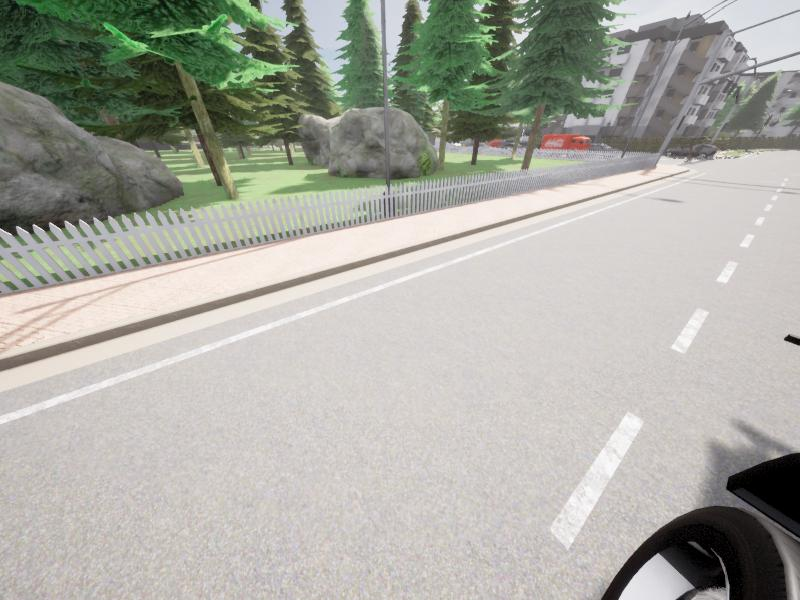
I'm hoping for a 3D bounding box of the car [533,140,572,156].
[{"bbox_3d":[21.881,-22.033,33.400,1.905,1.878,3.866,-21,40,-26],"label":"car"}]

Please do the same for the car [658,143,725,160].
[{"bbox_3d":[34.768,-17.895,27.752,2.007,1.525,4.514,-21,40,-26],"label":"car"}]

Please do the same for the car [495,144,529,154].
[{"bbox_3d":[18.362,-24.909,38.024,1.895,1.301,4.718,-21,40,-26],"label":"car"}]

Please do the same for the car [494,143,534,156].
[{"bbox_3d":[16.912,-22.567,34.536,1.837,1.490,4.892,-21,40,-26],"label":"car"}]

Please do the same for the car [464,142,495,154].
[{"bbox_3d":[13.343,-25.725,39.045,1.837,1.490,4.892,-21,40,-26],"label":"car"}]

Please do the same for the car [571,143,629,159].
[{"bbox_3d":[25.190,-18.954,29.336,2.128,1.511,4.902,-21,40,-26],"label":"car"}]

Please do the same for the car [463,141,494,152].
[{"bbox_3d":[14.437,-28.515,42.887,2.152,1.651,5.027,-21,40,-26],"label":"car"}]

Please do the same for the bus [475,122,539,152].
[{"bbox_3d":[20.291,-31.688,45.065,3.944,4.253,10.273,-21,40,-26],"label":"bus"}]

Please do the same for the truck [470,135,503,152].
[{"bbox_3d":[16.688,-30.558,45.066,2.627,2.467,5.204,-21,41,-26],"label":"truck"}]

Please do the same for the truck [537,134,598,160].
[{"bbox_3d":[20.914,-19.424,29.200,2.627,2.467,5.204,-21,40,-26],"label":"truck"}]

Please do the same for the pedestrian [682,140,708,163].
[{"bbox_3d":[29.761,-14.975,23.310,0.751,1.860,0.751,-18,39,-24],"label":"pedestrian"}]
